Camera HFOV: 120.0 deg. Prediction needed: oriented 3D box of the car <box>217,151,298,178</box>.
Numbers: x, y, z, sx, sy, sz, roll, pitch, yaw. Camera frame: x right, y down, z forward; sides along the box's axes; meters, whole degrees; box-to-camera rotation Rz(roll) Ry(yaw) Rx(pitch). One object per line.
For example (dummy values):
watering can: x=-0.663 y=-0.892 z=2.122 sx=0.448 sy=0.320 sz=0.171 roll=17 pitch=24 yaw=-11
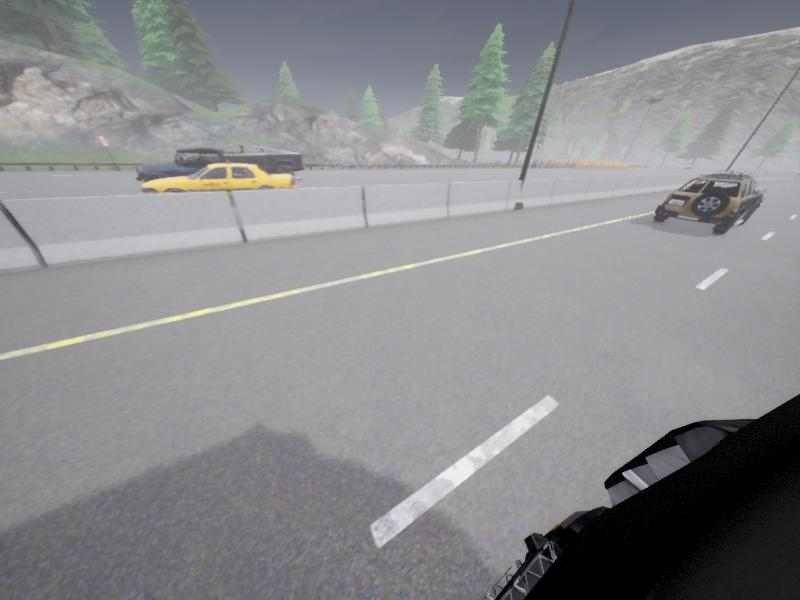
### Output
car: x=-10.764 y=-10.416 z=17.756 sx=4.902 sy=1.511 sz=2.128 roll=-16 pitch=38 yaw=-26

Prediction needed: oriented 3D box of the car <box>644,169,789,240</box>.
car: x=12.080 y=-3.844 z=8.876 sx=4.605 sy=1.855 sz=1.932 roll=-17 pitch=38 yaw=-26

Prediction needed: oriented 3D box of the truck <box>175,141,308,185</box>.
truck: x=-9.600 y=-8.771 z=14.797 sx=6.274 sy=2.098 sz=2.390 roll=-16 pitch=38 yaw=-26

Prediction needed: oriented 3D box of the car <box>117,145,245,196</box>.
car: x=-10.111 y=-6.313 z=11.220 sx=3.866 sy=1.878 sz=1.905 roll=-16 pitch=38 yaw=-26

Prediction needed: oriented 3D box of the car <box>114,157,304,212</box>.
car: x=-7.087 y=-4.839 z=9.450 sx=5.366 sy=1.575 sz=1.801 roll=-16 pitch=38 yaw=-26
